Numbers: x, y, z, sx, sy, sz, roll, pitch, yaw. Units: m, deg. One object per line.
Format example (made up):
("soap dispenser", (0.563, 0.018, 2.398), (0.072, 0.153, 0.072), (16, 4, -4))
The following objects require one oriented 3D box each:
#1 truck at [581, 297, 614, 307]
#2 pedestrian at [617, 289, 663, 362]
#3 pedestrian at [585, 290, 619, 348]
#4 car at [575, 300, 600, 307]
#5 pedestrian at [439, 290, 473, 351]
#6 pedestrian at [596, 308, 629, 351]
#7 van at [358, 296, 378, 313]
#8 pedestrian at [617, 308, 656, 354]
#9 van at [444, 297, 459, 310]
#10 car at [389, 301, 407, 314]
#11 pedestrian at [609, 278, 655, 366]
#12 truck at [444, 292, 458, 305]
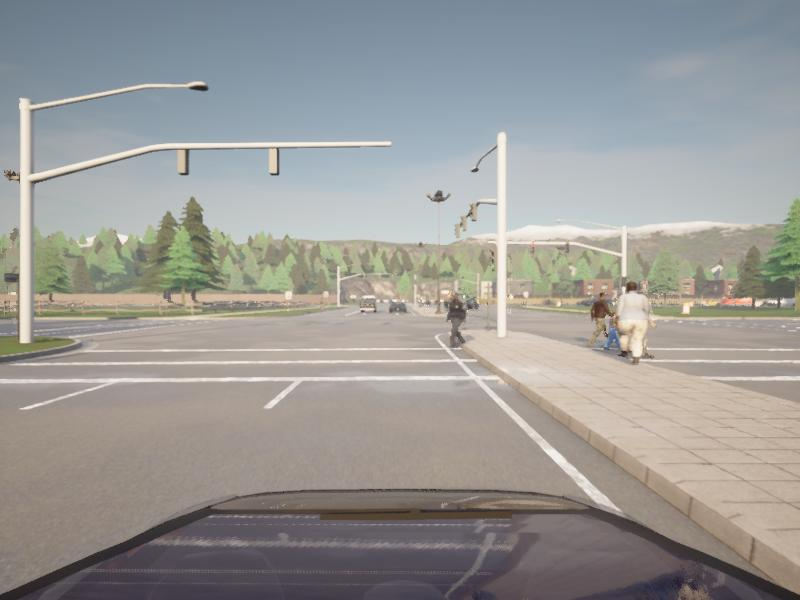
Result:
("truck", (44.846, 0.424, 91.021), (6.274, 2.098, 2.390), (0, 0, -1))
("pedestrian", (6.248, 0.641, 10.463), (0.751, 1.860, 0.751), (0, 0, -1))
("pedestrian", (6.675, 0.619, 13.248), (0.751, 1.860, 0.751), (0, 0, -3))
("car", (44.279, 0.802, 94.515), (5.027, 1.651, 2.152), (0, 0, -1))
("pedestrian", (1.777, 0.622, 12.647), (0.751, 1.860, 0.751), (0, 0, -37))
("pedestrian", (6.696, 0.900, 12.617), (0.751, 1.300, 0.751), (0, 0, 14))
("van", (-3.740, 0.510, 47.930), (2.069, 2.038, 4.480), (0, 0, 0))
("pedestrian", (7.064, 0.901, 11.979), (0.751, 1.300, 0.751), (0, 0, 4))
("van", (7.765, 0.521, 60.842), (1.775, 1.987, 4.442), (0, 0, 0))
("car", (-0.240, 0.846, 47.370), (1.994, 1.385, 4.181), (0, 0, 0))
("pedestrian", (5.163, 0.473, 8.947), (0.751, 1.860, 0.751), (0, 0, 18))
("truck", (14.794, -0.474, 117.161), (2.891, 3.827, 8.468), (0, 0, 0))
